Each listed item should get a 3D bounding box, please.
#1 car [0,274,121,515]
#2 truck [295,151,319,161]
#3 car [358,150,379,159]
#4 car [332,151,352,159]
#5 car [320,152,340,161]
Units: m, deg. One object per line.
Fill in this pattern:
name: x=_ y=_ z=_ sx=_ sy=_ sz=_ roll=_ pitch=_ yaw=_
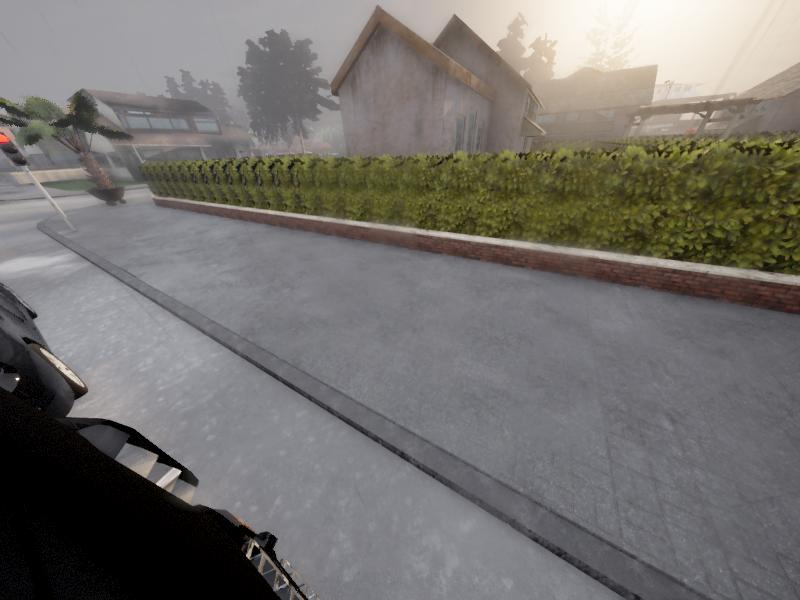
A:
car: x=-5.340 y=0.497 z=2.211 sx=5.008 sy=1.535 sz=1.882 roll=16 pitch=38 yaw=26
truck: x=-25.671 y=-39.751 z=63.826 sx=6.274 sy=2.098 sz=2.390 roll=16 pitch=38 yaw=26
car: x=-8.002 y=-37.145 z=58.838 sx=4.553 sy=1.767 sz=2.097 roll=16 pitch=38 yaw=26
car: x=-15.828 y=-39.316 z=62.832 sx=4.856 sy=1.649 sz=2.033 roll=16 pitch=38 yaw=26
car: x=-18.272 y=-37.411 z=60.252 sx=4.611 sy=1.667 sz=2.242 roll=16 pitch=38 yaw=26
